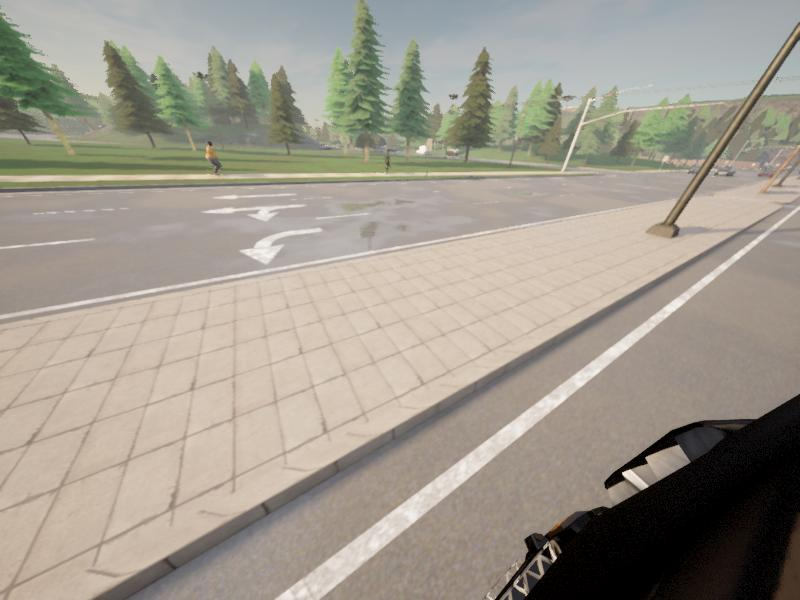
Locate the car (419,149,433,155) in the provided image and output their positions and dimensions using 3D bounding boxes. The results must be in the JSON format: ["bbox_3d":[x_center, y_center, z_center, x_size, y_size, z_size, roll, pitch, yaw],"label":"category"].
[{"bbox_3d":[9.166,-52.127,81.353,1.930,1.638,5.238,-16,38,-26],"label":"car"}]

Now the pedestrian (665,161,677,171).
[{"bbox_3d":[59.536,-29.497,50.715,0.751,1.860,0.751,-16,38,-26],"label":"pedestrian"}]

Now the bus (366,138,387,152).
[{"bbox_3d":[-9.109,-59.764,89.049,3.944,4.253,10.273,-16,38,-26],"label":"bus"}]

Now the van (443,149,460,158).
[{"bbox_3d":[15.000,-42.548,67.064,2.069,2.038,4.480,-16,38,-26],"label":"van"}]

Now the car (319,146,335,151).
[{"bbox_3d":[-21.836,-45.587,69.475,1.895,1.301,4.718,18,37,21],"label":"car"}]

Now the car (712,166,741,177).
[{"bbox_3d":[61.209,-24.090,43.281,4.856,1.649,2.033,-17,38,-27],"label":"car"}]

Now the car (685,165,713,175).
[{"bbox_3d":[58.976,-25.632,45.511,4.974,1.542,2.038,-17,38,-27],"label":"car"}]

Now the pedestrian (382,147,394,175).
[{"bbox_3d":[-1.012,-11.409,18.975,0.751,1.860,0.751,-15,38,-25],"label":"pedestrian"}]

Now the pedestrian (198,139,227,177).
[{"bbox_3d":[-11.165,-8.476,13.800,0.751,1.860,0.751,-15,38,-25],"label":"pedestrian"}]

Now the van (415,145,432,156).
[{"bbox_3d":[7.316,-46.595,72.062,1.988,2.561,5.915,-16,38,-26],"label":"van"}]
